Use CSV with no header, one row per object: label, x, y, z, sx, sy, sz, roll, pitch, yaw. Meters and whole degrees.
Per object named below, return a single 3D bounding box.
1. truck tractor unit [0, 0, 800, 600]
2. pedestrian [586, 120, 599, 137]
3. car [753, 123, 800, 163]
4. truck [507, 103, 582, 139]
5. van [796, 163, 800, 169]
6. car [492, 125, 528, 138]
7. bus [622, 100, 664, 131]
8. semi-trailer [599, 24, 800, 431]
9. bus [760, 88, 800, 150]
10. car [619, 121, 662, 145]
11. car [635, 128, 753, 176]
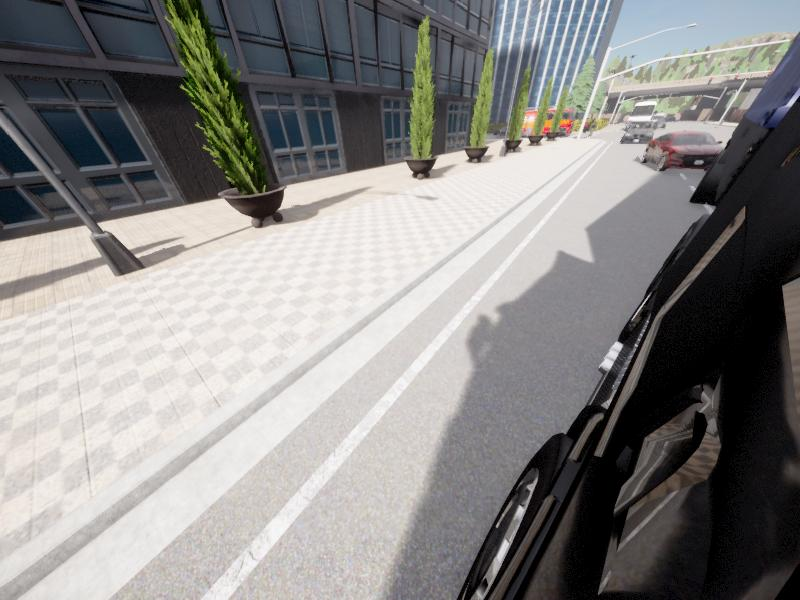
truck tractor unit,2.645,-0.295,0.352,6.516,4.208,3.053,-28,44,-30
pedestrian,27.466,-24.411,32.928,0.751,1.860,0.751,24,44,31
car,21.890,-8.438,12.285,2.128,1.511,4.902,24,44,31
truck,21.618,-27.057,35.225,8.468,3.827,2.891,25,45,32
van,17.142,-5.097,7.355,2.351,2.431,6.366,24,44,31
car,19.365,-29.910,40.992,5.238,1.638,1.930,24,44,31
bus,47.625,-36.340,45.646,3.944,4.253,10.273,24,44,31
semi-trailer,8.611,-3.665,4.310,14.254,4.402,2.717,-29,44,-31
bus,29.342,-12.155,14.497,3.944,4.253,10.273,24,44,31
car,23.587,-16.488,22.792,2.242,1.667,4.611,24,44,31
car,13.887,-7.438,11.430,1.882,1.535,5.008,16,40,23
